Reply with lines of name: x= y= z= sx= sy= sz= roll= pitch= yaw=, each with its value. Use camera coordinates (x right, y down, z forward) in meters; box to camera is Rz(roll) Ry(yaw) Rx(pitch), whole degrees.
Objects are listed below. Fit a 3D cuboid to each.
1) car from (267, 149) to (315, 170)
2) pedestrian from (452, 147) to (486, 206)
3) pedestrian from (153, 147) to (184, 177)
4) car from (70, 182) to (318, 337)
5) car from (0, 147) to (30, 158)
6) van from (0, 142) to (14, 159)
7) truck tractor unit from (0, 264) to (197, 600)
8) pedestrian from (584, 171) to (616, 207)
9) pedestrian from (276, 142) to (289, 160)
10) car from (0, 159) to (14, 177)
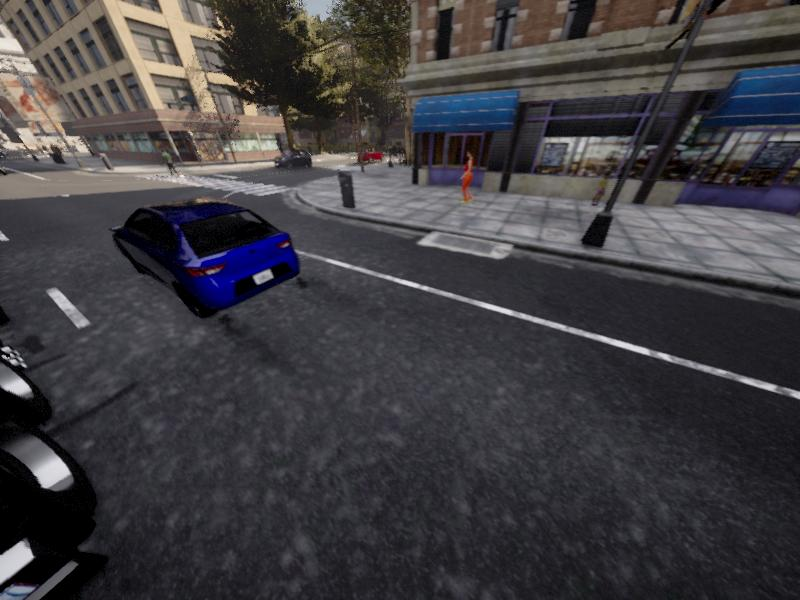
car: x=-10.367 y=-13.564 z=22.232 sx=1.845 sy=1.501 sz=3.633 roll=17 pitch=38 yaw=23
pedestrian: x=2.563 y=-4.633 z=8.693 sx=0.751 sy=1.860 sz=0.751 roll=17 pitch=39 yaw=24
pedestrian: x=-17.357 y=-10.350 z=17.347 sx=0.751 sy=1.860 sz=0.751 roll=17 pitch=38 yaw=23
car: x=-3.868 y=-1.155 z=4.403 sx=4.193 sy=1.474 sz=1.816 roll=20 pitch=40 yaw=26
car: x=-66.366 y=-24.953 z=39.053 sx=1.845 sy=1.501 sz=3.633 roll=18 pitch=39 yaw=25
van: x=-65.081 y=-22.604 z=34.908 sx=2.351 sy=2.431 sz=6.366 roll=18 pitch=39 yaw=25
truck tractor unit: x=-5.112 y=-0.300 z=0.783 sx=6.516 sy=4.208 sz=3.053 roll=18 pitch=39 yaw=24
pedestrian: x=7.404 y=-4.143 z=8.612 sx=0.500 sy=1.100 sz=0.500 roll=19 pitch=39 yaw=26
pedestrian: x=-14.997 y=-19.032 z=29.528 sx=0.751 sy=1.860 sz=0.751 roll=-27 pitch=43 yaw=-33
car: x=-34.051 y=-10.936 z=18.672 sx=4.514 sy=1.525 sz=2.007 roll=18 pitch=39 yaw=24
